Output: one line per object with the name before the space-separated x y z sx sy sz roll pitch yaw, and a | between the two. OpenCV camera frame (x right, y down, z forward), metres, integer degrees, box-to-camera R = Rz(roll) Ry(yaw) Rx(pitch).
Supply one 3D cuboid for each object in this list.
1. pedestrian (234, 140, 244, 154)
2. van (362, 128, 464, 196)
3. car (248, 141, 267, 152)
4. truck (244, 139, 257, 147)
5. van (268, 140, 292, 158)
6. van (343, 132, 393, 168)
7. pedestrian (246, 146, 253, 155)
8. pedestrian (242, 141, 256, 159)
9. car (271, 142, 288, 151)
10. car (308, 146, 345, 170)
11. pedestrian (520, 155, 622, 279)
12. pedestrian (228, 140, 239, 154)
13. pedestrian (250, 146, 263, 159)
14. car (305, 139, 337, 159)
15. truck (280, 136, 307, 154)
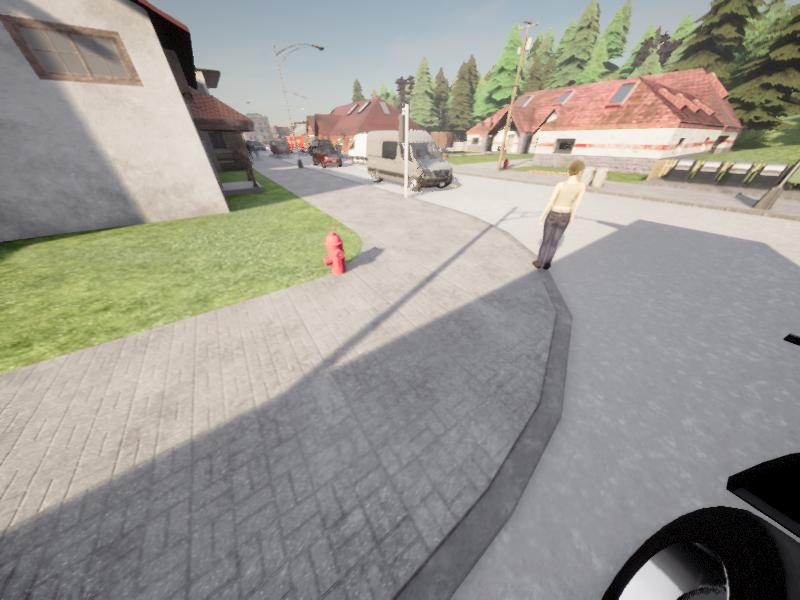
pedestrian | -26.794 -25.489 38.429 0.751 1.860 0.751 -15 38 -20
van | 0.333 -7.642 12.545 1.988 2.561 5.915 -22 41 -28
car | -29.024 -31.295 47.072 2.242 1.667 4.611 -23 41 -28
truck | -50.230 -52.830 77.719 2.390 2.098 6.274 -22 41 -28
van | -17.452 -22.009 33.539 1.775 1.987 4.442 -22 41 -28
van | -3.163 -14.512 22.308 1.988 2.561 5.915 -22 39 -27
pedestrian | -23.210 -23.065 35.623 0.500 1.100 0.500 -30 45 -35
pedestrian | -18.550 -18.444 28.374 0.751 1.860 0.751 -26 42 -31
car | -25.516 -32.395 48.725 2.038 1.542 4.974 -21 40 -27
car | -6.750 -13.058 21.130 1.789 1.549 3.705 -22 41 -28
pedestrian | 2.805 -1.417 4.064 0.751 1.860 0.751 14 37 19
pedestrian | -27.258 -25.076 37.846 0.751 1.860 0.751 -19 39 -24
pedestrian | -17.855 -18.311 28.667 0.751 1.300 0.751 22 41 28
car | -10.757 -20.538 31.339 2.150 2.045 5.566 -22 40 -28
truck | -18.715 -27.262 40.565 2.627 2.467 5.204 -22 40 -27
